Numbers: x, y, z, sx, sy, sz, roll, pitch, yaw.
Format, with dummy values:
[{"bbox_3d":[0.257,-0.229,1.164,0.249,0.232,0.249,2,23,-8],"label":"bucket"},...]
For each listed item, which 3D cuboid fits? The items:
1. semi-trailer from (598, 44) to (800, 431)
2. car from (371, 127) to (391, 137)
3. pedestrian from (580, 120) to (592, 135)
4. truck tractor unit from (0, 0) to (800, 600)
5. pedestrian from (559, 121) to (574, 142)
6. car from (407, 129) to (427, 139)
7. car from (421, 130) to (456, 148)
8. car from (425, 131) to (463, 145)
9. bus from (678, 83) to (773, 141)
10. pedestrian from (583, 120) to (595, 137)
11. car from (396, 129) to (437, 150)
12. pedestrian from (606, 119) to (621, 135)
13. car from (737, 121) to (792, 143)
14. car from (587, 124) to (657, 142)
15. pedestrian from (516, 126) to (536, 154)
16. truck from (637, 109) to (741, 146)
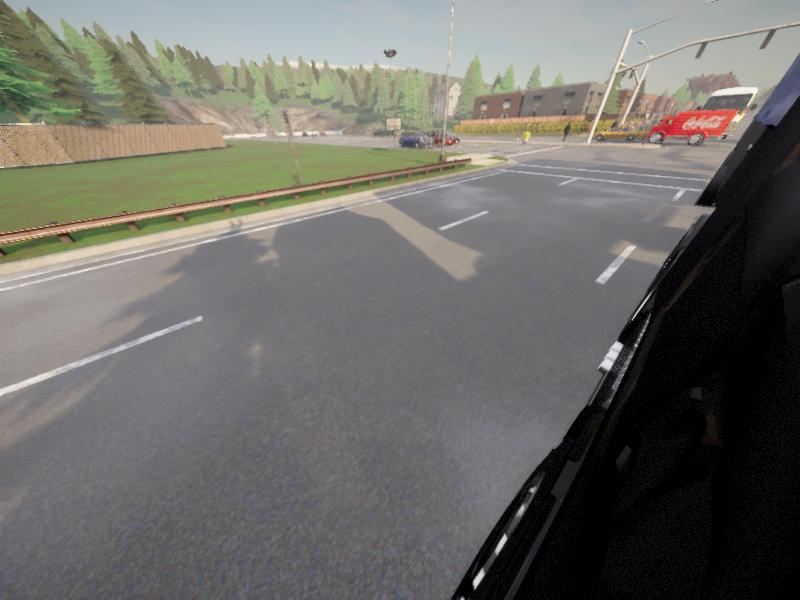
[{"bbox_3d":[8.705,-3.575,4.256,14.254,4.402,2.717,-28,44,-30],"label":"semi-trailer"},{"bbox_3d":[-4.997,-44.185,60.874,2.150,2.045,5.566,-28,44,-30],"label":"car"},{"bbox_3d":[30.091,-27.948,37.432,0.751,1.860,0.751,-26,43,-29],"label":"pedestrian"},{"bbox_3d":[2.645,-0.295,0.351,6.516,4.208,3.053,-28,44,-30],"label":"truck tractor unit"},{"bbox_3d":[18.581,-18.741,25.765,0.751,1.860,0.751,19,42,26],"label":"pedestrian"},{"bbox_3d":[3.588,-34.728,48.359,1.970,1.475,3.806,-29,44,-31],"label":"car"},{"bbox_3d":[4.597,-19.744,28.290,1.851,1.617,3.988,-27,44,-30],"label":"car"},{"bbox_3d":[5.887,-22.097,31.458,2.163,1.488,4.792,-27,44,-30],"label":"car"},{"bbox_3d":[36.059,-20.641,25.735,10.273,4.253,3.944,-28,44,-30],"label":"bus"},{"bbox_3d":[27.077,-24.580,33.105,0.751,1.860,0.751,19,42,25],"label":"pedestrian"},{"bbox_3d":[1.821,-18.472,26.581,2.097,1.767,4.553,-27,44,-30],"label":"car"},{"bbox_3d":[31.614,-25.638,34.219,0.751,1.860,0.751,-23,42,-25],"label":"pedestrian"},{"bbox_3d":[33.905,-15.730,21.593,4.902,1.511,2.128,-28,44,-30],"label":"car"},{"bbox_3d":[25.365,-19.247,26.627,1.801,1.575,5.366,-27,44,-30],"label":"car"},{"bbox_3d":[10.370,-13.186,19.102,0.751,1.860,0.751,-30,45,-32],"label":"pedestrian"},{"bbox_3d":[26.117,-15.751,21.199,2.627,2.467,5.204,-27,43,-29],"label":"truck"}]
